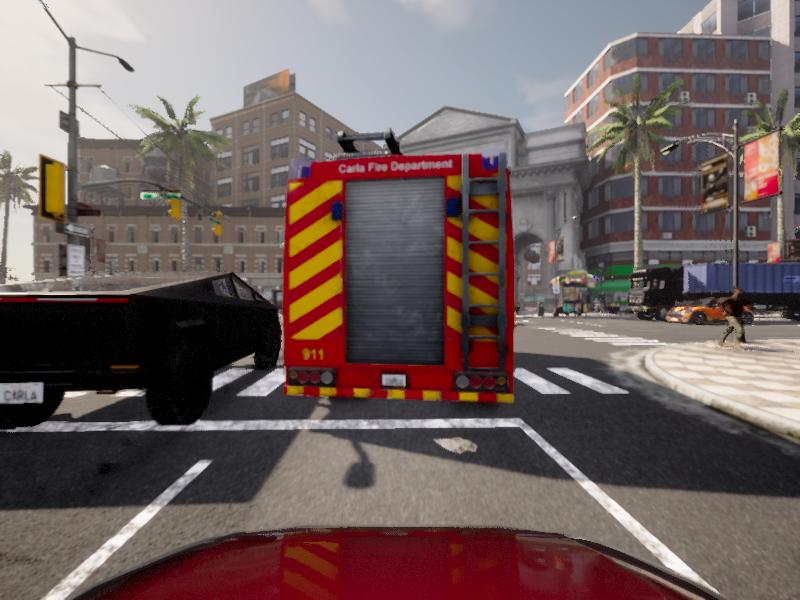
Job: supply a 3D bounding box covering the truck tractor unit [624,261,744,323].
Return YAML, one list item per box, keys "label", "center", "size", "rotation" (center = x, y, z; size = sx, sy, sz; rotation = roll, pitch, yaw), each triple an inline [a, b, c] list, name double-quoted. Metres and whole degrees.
- label: "truck tractor unit"
  center: [20.399, -0.544, 29.108]
  size: [6.516, 4.208, 3.053]
  rotation: [0, 0, 1]

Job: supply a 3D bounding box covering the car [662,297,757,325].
- label: "car"
  center: [19.894, 0.672, 25.830]
  size: [4.553, 1.767, 2.097]
  rotation: [0, 0, -2]

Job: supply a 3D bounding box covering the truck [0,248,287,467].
- label: "truck"
  center: [-3.877, 0.536, 6.965]
  size: [2.390, 2.098, 6.274]
  rotation: [0, 0, -4]

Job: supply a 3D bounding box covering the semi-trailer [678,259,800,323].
- label: "semi-trailer"
  center: [28.312, -0.641, 29.139]
  size: [14.254, 4.402, 2.717]
  rotation: [0, 0, 0]

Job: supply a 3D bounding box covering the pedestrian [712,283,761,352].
- label: "pedestrian"
  center: [9.502, 0.476, 11.309]
  size: [0.751, 1.860, 0.751]
  rotation: [0, 0, -4]

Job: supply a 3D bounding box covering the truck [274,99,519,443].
- label: "truck"
  center: [0.524, -0.329, 8.847]
  size: [2.891, 3.827, 8.468]
  rotation: [0, 0, 9]

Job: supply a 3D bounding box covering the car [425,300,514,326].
- label: "car"
  center: [4.323, 0.778, 25.401]
  size: [5.366, 1.575, 1.801]
  rotation: [0, 0, -2]

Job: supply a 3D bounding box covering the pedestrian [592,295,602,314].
- label: "pedestrian"
  center: [19.258, 0.451, 39.024]
  size: [0.751, 1.860, 0.751]
  rotation: [0, 0, 35]
